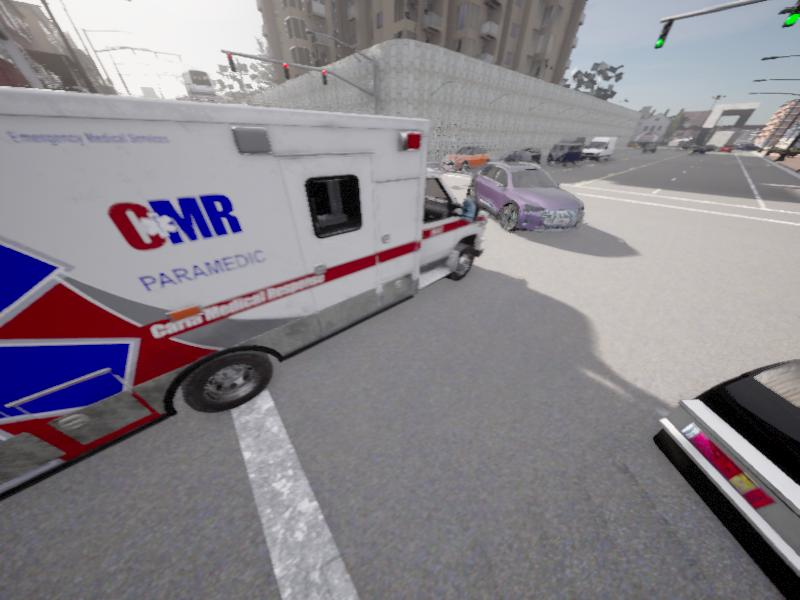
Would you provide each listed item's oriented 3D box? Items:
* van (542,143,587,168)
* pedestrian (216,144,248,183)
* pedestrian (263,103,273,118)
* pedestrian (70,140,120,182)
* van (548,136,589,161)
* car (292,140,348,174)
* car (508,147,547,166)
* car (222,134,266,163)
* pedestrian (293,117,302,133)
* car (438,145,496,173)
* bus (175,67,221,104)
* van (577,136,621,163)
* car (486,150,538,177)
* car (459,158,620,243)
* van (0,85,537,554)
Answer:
[{"bbox_3d":[16.476,-14.533,23.121,4.442,1.987,1.775,-26,43,-32],"label":"van"},{"bbox_3d":[-9.606,-7.819,13.251,0.751,1.860,0.751,-28,44,-34],"label":"pedestrian"},{"bbox_3d":[-22.360,-32.146,39.148,0.751,1.860,0.751,-25,42,-31],"label":"pedestrian"},{"bbox_3d":[-16.024,-7.325,12.192,0.751,1.860,0.751,23,41,29],"label":"pedestrian"},{"bbox_3d":[22.730,-20.423,31.098,5.915,2.561,1.988,-26,43,-32],"label":"van"},{"bbox_3d":[-6.536,-11.697,18.764,4.605,1.855,1.932,30,45,32],"label":"car"},{"bbox_3d":[13.905,-15.729,25.222,4.193,1.474,1.816,-26,43,-32],"label":"car"},{"bbox_3d":[-14.711,-14.322,21.703,1.930,1.638,5.238,-26,48,-32],"label":"car"},{"bbox_3d":[-15.267,-26.040,34.422,0.751,1.860,0.751,-25,42,-31],"label":"pedestrian"},{"bbox_3d":[5.612,-11.919,19.407,4.553,1.767,2.097,-24,42,-31],"label":"car"},{"bbox_3d":[-37.644,-39.749,43.019,3.944,4.253,10.273,-26,48,-32],"label":"bus"},{"bbox_3d":[24.835,-18.795,28.820,5.915,2.561,1.988,-26,43,-32],"label":"van"},{"bbox_3d":[8.578,-10.491,17.659,3.633,1.501,1.845,-26,43,-33],"label":"car"},{"bbox_3d":[3.896,-3.654,7.796,2.033,1.649,4.856,-4,35,-6],"label":"car"},{"bbox_3d":[-1.210,-0.882,3.089,6.366,2.431,2.351,-26,43,-32],"label":"van"}]
